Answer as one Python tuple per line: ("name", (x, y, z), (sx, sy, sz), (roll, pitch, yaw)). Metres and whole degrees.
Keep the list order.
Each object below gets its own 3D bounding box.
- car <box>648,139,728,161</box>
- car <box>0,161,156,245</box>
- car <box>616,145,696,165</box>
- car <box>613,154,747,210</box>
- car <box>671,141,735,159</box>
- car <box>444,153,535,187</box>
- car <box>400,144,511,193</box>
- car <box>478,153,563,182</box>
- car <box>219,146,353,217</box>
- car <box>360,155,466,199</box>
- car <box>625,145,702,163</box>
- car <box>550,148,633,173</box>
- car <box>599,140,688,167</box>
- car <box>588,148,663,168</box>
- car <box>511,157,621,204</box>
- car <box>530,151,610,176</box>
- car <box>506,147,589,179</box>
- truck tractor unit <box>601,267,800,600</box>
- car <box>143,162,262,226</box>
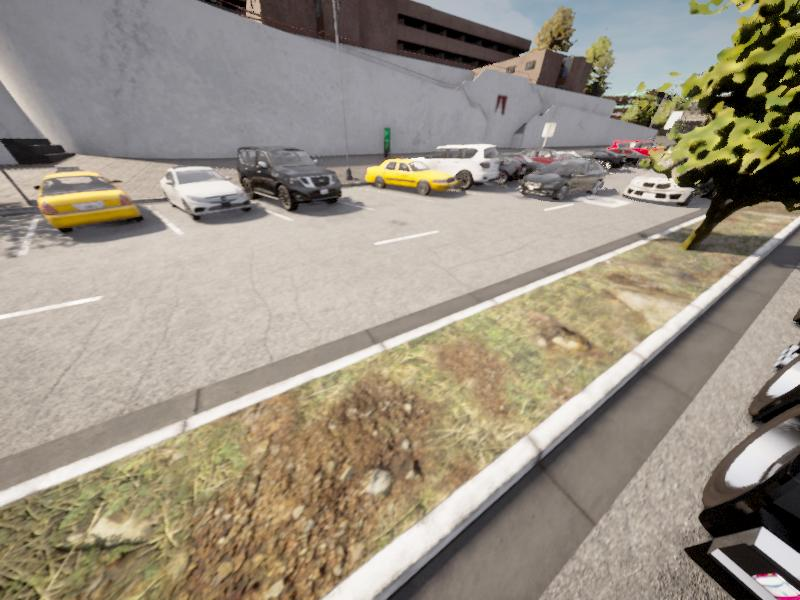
("car", (34.251, -18.162, 27.890), (5.566, 2.045, 2.435), (25, 42, 33))
("car", (-10.259, -3.472, 7.566), (5.366, 1.575, 1.946), (26, 42, 33))
("car", (26.594, -15.305, 24.307), (5.366, 1.575, 1.946), (25, 42, 33))
("car", (12.427, -5.436, 10.326), (4.611, 1.667, 2.242), (-18, 39, -24))
("car", (39.522, -19.749, 30.348), (4.553, 1.767, 2.185), (25, 42, 33))
("car", (5.535, -8.443, 14.813), (4.792, 1.488, 2.163), (25, 42, 33))
("car", (2.924, -7.823, 13.445), (5.566, 2.045, 2.435), (25, 42, 33))
("car", (8.178, -9.283, 16.023), (4.674, 1.452, 2.002), (25, 42, 33))
("car", (-4.862, -5.271, 9.769), (5.566, 2.045, 2.435), (26, 41, 33))
("car", (0.477, -6.695, 12.259), (5.366, 1.575, 1.946), (25, 42, 33))
("car", (28.916, -16.297, 25.707), (5.366, 1.575, 1.946), (25, 42, 33))
("car", (16.011, -11.900, 19.599), (5.008, 1.535, 2.097), (25, 43, 33))
("car", (23.863, -14.703, 23.053), (5.566, 2.045, 2.435), (25, 42, 33))
("car", (21.254, -13.605, 22.008), (4.792, 1.488, 2.163), (25, 42, 33))
("car", (7.980, -5.891, 11.141), (4.892, 1.490, 1.837), (-18, 39, -24))
("car", (13.397, -11.007, 18.428), (4.674, 1.452, 2.002), (25, 42, 33))
("car", (10.762, -10.292, 17.147), (4.553, 1.767, 2.185), (25, 42, 33))
("truck tractor unit", (5.113, -0.300, 0.768), (6.516, 4.208, 3.053), (-18, 39, -24))
("car", (-7.503, -4.208, 8.724), (4.674, 1.452, 2.002), (25, 41, 32))
